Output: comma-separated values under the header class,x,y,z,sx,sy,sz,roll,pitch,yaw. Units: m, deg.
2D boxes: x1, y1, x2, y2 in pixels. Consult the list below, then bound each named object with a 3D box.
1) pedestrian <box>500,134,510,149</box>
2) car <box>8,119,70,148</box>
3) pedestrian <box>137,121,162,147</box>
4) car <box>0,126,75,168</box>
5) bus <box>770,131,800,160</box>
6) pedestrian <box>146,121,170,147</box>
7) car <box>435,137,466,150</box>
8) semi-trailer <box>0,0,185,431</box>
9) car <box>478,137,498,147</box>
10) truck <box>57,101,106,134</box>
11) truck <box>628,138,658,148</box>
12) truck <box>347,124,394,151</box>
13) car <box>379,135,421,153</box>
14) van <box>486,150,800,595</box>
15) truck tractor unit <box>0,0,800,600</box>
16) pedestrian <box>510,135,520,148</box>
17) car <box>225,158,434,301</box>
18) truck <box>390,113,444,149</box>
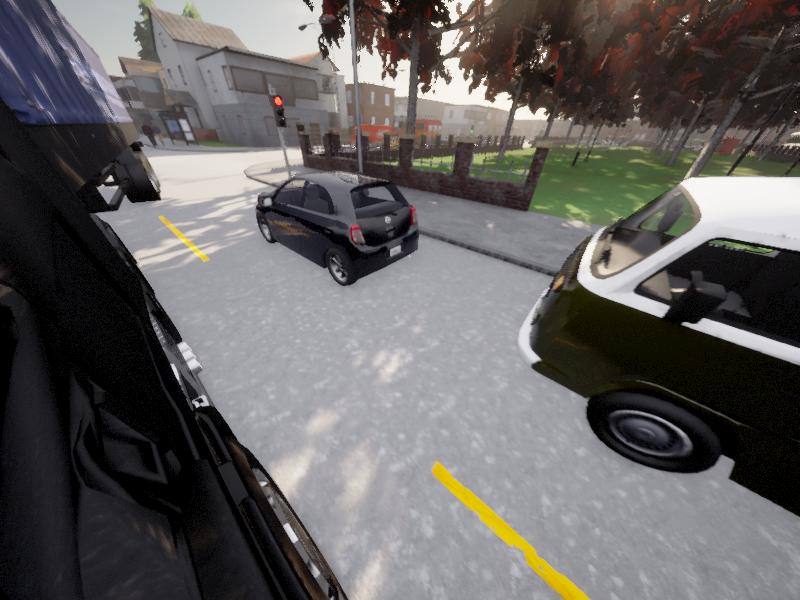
class,x,y,z,sx,sy,sz,roll,pitch,yaw
pedestrian,16.730,-25.219,36.796,0.751,1.860,0.751,21,40,24
car,-30.477,-14.181,19.651,4.553,1.767,2.097,28,44,31
pedestrian,-22.497,-14.920,20.780,0.751,1.860,0.751,-21,42,-28
car,-20.322,-8.680,12.933,5.366,1.575,1.801,28,44,30
bus,75.755,-28.753,42.900,3.944,4.253,10.273,28,44,30
pedestrian,-21.820,-14.959,20.875,0.751,1.860,0.751,-21,43,-28
car,7.602,-23.478,34.569,2.033,1.411,5.357,26,43,28
semi-trailer,-7.950,-4.003,4.878,2.717,4.402,14.254,-25,45,-32
car,16.205,-29.216,42.661,1.845,1.501,3.633,28,43,30
truck,-51.521,-29.361,37.346,8.468,3.827,2.891,28,44,31
truck,77.093,-49.998,73.498,6.274,2.098,2.390,28,44,30
truck,-3.470,-20.012,28.395,2.627,2.467,5.204,28,44,31
car,0.113,-18.432,27.195,1.801,1.575,5.366,28,44,31
van,3.284,0.593,1.264,4.480,2.038,2.069,28,44,31
truck tractor unit,-2.645,-0.295,0.352,6.516,4.208,3.053,28,44,30
pedestrian,19.335,-26.639,38.853,0.751,1.860,0.751,28,44,30
car,-1.442,-1.721,4.570,3.633,1.501,1.845,28,44,31
truck,2.566,-24.365,33.457,2.891,3.827,8.468,29,44,31
